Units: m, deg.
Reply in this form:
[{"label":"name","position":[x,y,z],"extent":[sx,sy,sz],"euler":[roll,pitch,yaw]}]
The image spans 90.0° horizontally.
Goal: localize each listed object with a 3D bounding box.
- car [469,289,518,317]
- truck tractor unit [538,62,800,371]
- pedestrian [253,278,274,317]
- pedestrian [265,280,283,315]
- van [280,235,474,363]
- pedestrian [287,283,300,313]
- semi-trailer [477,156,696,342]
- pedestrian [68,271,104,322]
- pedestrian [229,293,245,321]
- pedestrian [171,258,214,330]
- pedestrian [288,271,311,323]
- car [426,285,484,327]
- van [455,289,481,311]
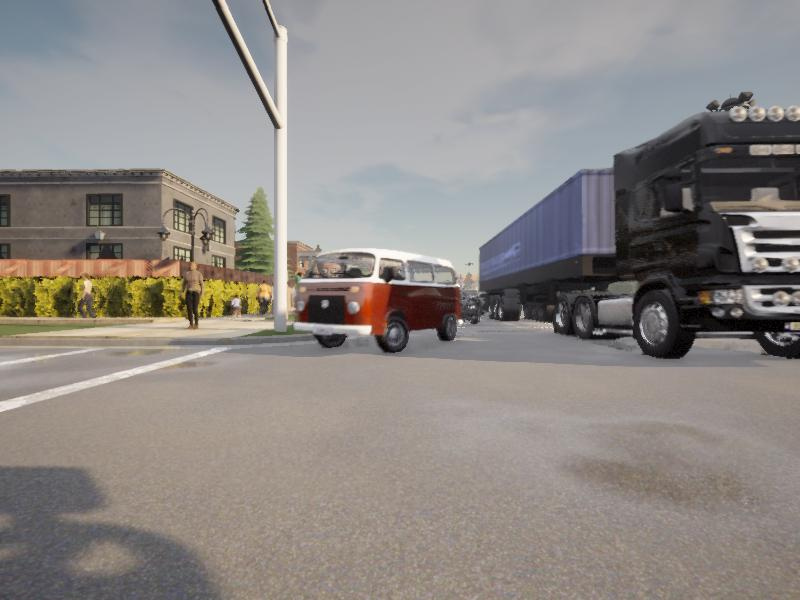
[{"label":"car","position":[6.000,0.180,26.392],"extent":[2.152,1.651,5.027],"euler":[0,0,1]},{"label":"truck tractor unit","position":[5.609,-1.121,8.688],"extent":[3.053,4.208,6.516],"euler":[0,0,1]},{"label":"pedestrian","position":[-6.690,-0.115,19.615],"extent":[0.751,1.860,0.751],"euler":[0,0,0]},{"label":"pedestrian","position":[-6.844,-0.115,21.743],"extent":[0.751,1.860,0.751],"euler":[0,0,-6]},{"label":"van","position":[-0.168,-0.028,8.798],"extent":[2.069,2.038,4.480],"euler":[1,0,31]},{"label":"pedestrian","position":[-6.661,-0.115,24.952],"extent":[0.751,1.860,0.751],"euler":[0,0,-16]},{"label":"semi-trailer","position":[5.782,-1.217,16.598],"extent":[2.717,4.402,14.254],"euler":[0,0,1]},{"label":"pedestrian","position":[-11.666,-0.115,14.889],"extent":[0.751,1.860,0.751],"euler":[0,0,1]},{"label":"pedestrian","position":[-6.546,0.265,16.076],"extent":[0.500,1.100,0.500],"euler":[0,0,-9]},{"label":"pedestrian","position":[-5.542,-0.146,10.715],"extent":[0.751,1.860,0.751],"euler":[0,0,1]},{"label":"pedestrian","position":[-3.692,-0.115,14.692],"extent":[0.751,1.860,0.751],"euler":[0,0,-19]},{"label":"car","position":[2.232,0.227,17.551],"extent":[2.038,1.542,4.974],"euler":[0,0,2]},{"label":"van","position":[6.235,-0.002,37.111],"extent":[1.775,1.987,4.442],"euler":[0,0,1]}]
